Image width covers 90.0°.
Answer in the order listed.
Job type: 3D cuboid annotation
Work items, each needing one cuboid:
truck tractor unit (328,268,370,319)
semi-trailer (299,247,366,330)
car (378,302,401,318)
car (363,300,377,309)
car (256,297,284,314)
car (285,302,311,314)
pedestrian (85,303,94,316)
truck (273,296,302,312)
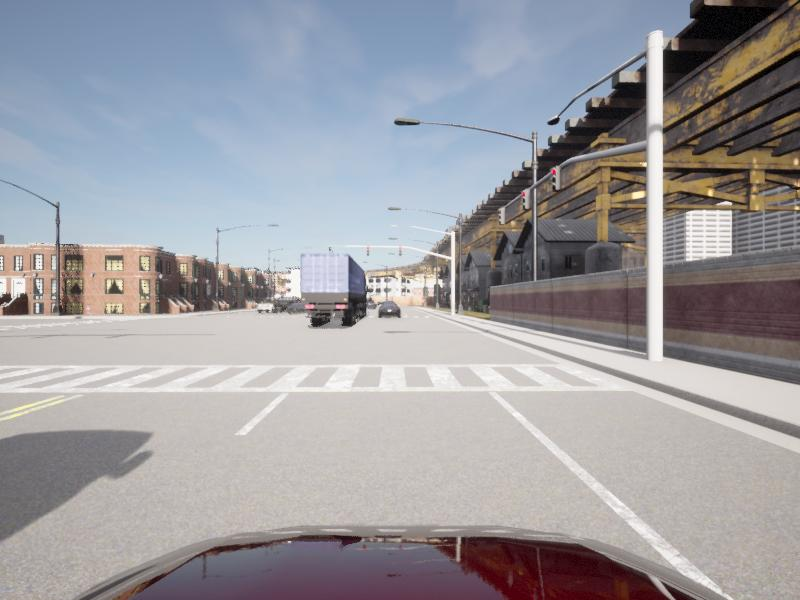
[{"bbox_3d":[-4.469,-0.525,36.415,3.053,4.208,6.516,0,0,-2],"label":"truck tractor unit"},{"bbox_3d":[-4.242,-0.619,28.502,2.717,4.402,14.254,0,0,-2],"label":"semi-trailer"},{"bbox_3d":[-0.976,0.907,37.331,1.994,1.385,4.181,0,0,-1],"label":"car"},{"bbox_3d":[-5.354,0.756,71.441,2.242,1.667,4.611,0,0,-2],"label":"car"},{"bbox_3d":[-15.234,0.655,47.113,1.932,1.855,4.605,0,-1,-1],"label":"car"},{"bbox_3d":[-11.709,0.908,46.243,1.994,1.385,4.181,0,0,-1],"label":"car"},{"bbox_3d":[-27.816,0.865,35.854,0.500,1.100,0.500,0,0,-12],"label":"pedestrian"},{"bbox_3d":[-15.443,0.542,55.123,2.390,2.098,6.274,0,0,-1],"label":"truck"}]
